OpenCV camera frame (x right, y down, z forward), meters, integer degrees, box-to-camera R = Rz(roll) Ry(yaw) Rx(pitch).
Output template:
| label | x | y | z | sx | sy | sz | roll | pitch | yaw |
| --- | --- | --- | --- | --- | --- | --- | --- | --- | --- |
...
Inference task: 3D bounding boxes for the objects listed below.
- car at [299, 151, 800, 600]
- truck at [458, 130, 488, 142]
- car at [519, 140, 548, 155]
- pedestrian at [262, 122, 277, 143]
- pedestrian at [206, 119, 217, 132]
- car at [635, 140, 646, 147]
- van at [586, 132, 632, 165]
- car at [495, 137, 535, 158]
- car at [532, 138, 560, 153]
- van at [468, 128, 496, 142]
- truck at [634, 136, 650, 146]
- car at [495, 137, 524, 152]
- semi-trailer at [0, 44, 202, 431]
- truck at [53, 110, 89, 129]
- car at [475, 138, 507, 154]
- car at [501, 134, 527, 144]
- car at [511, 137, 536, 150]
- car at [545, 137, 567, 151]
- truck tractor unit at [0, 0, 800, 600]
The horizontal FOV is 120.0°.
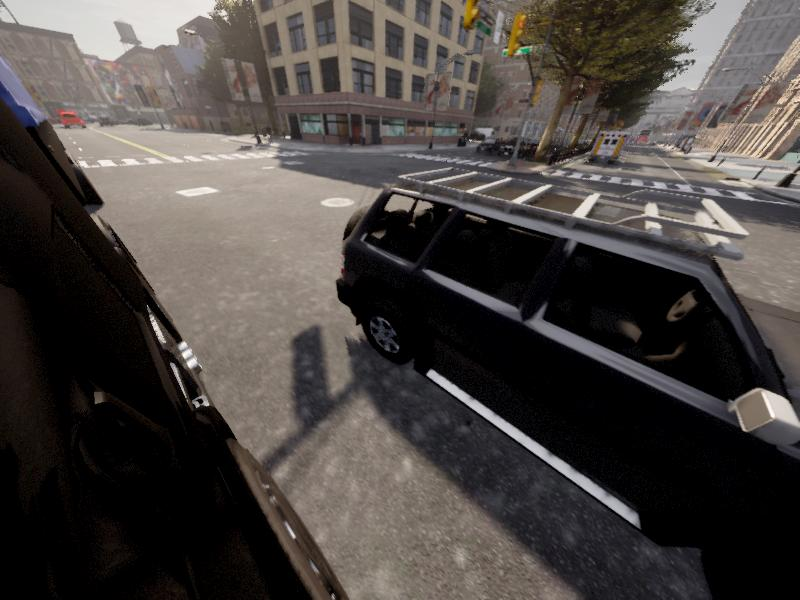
| label | x | y | z | sx | sy | sz | roll | pitch | yaw |
| --- | --- | --- | --- | --- | --- | --- | --- | --- | --- |
| car | 1.461 | 0.101 | 2.010 | 4.605 | 1.855 | 1.932 | 30 | 45 | 29 |
| truck | 17.682 | -40.021 | 56.223 | 6.274 | 2.098 | 2.390 | 27 | 43 | 29 |
| car | 17.211 | -19.755 | 29.800 | 1.994 | 1.385 | 4.181 | 28 | 44 | 30 |
| pedestrian | -14.874 | -19.051 | 26.332 | 0.751 | 1.860 | 0.751 | -30 | 47 | -35 |
| pedestrian | -34.854 | -32.207 | 42.726 | 0.751 | 1.860 | 0.751 | 12 | 38 | 12 |
| car | 71.204 | -46.349 | 68.367 | 1.895 | 1.301 | 4.718 | 28 | 44 | 30 |
| van | 21.288 | -15.483 | 23.457 | 2.351 | 2.431 | 6.366 | 28 | 44 | 30 |
| car | 12.584 | -16.662 | 25.164 | 2.242 | 1.667 | 4.611 | 28 | 44 | 30 |
| car | 21.482 | -22.767 | 33.938 | 2.128 | 1.511 | 4.902 | 28 | 44 | 30 |
| van | 20.472 | -41.535 | 58.033 | 5.915 | 2.561 | 1.988 | 26 | 43 | 28 |
| truck | 76.368 | -50.380 | 73.054 | 2.627 | 2.467 | 5.204 | 28 | 44 | 30 |
| car | 15.347 | -21.804 | 32.293 | 2.007 | 1.525 | 4.514 | 28 | 44 | 30 |
| semi-trailer | -8.701 | -3.591 | 4.242 | 14.254 | 4.402 | 2.717 | 28 | 44 | 30 |
| truck | -56.636 | -31.073 | 39.759 | 5.204 | 2.467 | 2.627 | 28 | 44 | 30 |
| car | 11.124 | -18.804 | 28.124 | 1.812 | 1.442 | 4.674 | 28 | 44 | 30 |
| car | 26.940 | -38.233 | 54.799 | 5.366 | 1.575 | 1.801 | 14 | 38 | 15 |
| car | 19.512 | -24.704 | 36.421 | 1.837 | 1.490 | 4.892 | 27 | 44 | 29 |
| car | 25.733 | -25.751 | 38.076 | 1.851 | 1.617 | 3.988 | 28 | 44 | 30 |
| truck tractor unit | -2.645 | -0.295 | 0.351 | 6.516 | 4.208 | 3.053 | 28 | 44 | 30 |
